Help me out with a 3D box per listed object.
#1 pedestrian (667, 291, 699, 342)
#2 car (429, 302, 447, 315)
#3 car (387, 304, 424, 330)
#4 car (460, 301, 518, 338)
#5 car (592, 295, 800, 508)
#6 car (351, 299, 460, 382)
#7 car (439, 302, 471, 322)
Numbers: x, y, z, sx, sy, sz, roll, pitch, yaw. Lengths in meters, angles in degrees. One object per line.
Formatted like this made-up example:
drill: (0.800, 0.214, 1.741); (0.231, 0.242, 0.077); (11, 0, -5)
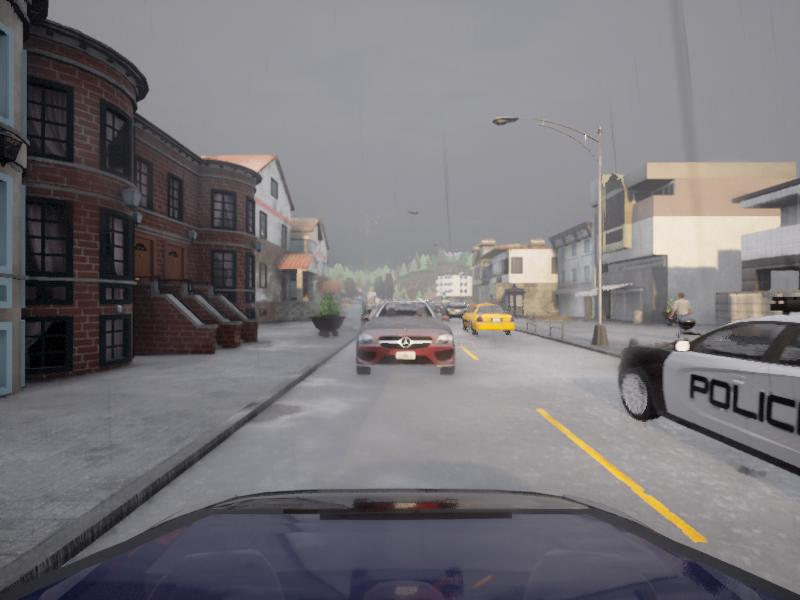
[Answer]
pedestrian: (10.627, 0.595, 15.043); (0.751, 1.860, 0.751); (0, 0, 12)
car: (4.612, 1.016, 48.850); (1.812, 1.442, 4.674); (0, 0, 1)
car: (0.312, 0.969, 24.536); (2.033, 1.411, 5.357); (0, 0, 1)
car: (4.256, 0.864, 19.993); (1.801, 1.575, 5.366); (0, 0, 1)
car: (4.059, 0.785, 3.880); (1.930, 1.638, 5.238); (0, 0, 1)
car: (0.141, 0.814, 10.447); (2.152, 1.651, 5.027); (0, 0, 1)
car: (4.412, 0.927, 32.560); (2.007, 1.525, 4.514); (0, 0, 1)
